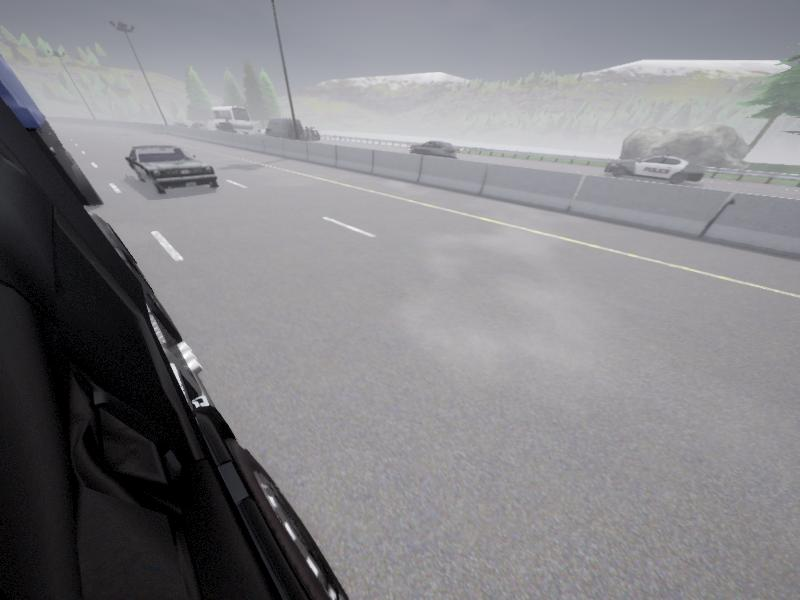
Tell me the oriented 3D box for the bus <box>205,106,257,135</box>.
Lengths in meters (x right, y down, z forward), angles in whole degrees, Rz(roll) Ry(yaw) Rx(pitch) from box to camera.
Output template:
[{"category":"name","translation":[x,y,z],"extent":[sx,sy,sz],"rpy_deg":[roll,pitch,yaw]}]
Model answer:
[{"category":"bus","translation":[-33.715,-35.795,46.087],"extent":[10.273,4.253,3.944],"rpy_deg":[27,43,29]}]

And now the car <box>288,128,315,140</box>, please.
[{"category":"car","translation":[-16.918,-28.633,39.826],"extent":[4.514,1.525,2.007],"rpy_deg":[28,43,30]}]

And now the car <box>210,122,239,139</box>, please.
[{"category":"car","translation":[-26.516,-25.719,34.977],"extent":[3.866,1.878,1.905],"rpy_deg":[28,43,30]}]

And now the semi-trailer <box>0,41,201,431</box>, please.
[{"category":"semi-trailer","translation":[-8.701,-3.593,4.238],"extent":[14.254,4.402,2.717],"rpy_deg":[28,43,30]}]

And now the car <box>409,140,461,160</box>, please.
[{"category":"car","translation":[3.352,-14.994,22.982],"extent":[4.718,1.301,1.895],"rpy_deg":[28,43,30]}]

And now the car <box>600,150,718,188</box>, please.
[{"category":"car","translation":[17.140,-8.985,15.597],"extent":[2.038,1.542,4.974],"rpy_deg":[-25,45,-32]}]

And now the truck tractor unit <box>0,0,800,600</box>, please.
[{"category":"truck tractor unit","translation":[-2.645,-0.295,0.351],"extent":[6.516,4.208,3.053],"rpy_deg":[28,44,30]}]

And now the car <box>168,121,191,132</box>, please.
[{"category":"car","translation":[-43.652,-34.326,45.731],"extent":[3.705,1.549,1.789],"rpy_deg":[25,42,27]}]

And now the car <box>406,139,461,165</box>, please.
[{"category":"car","translation":[2.729,-12.668,19.661],"extent":[4.193,1.474,1.816],"rpy_deg":[28,43,30]}]

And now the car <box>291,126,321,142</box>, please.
[{"category":"car","translation":[-13.906,-24.502,34.155],"extent":[4.605,1.855,1.932],"rpy_deg":[29,43,33]}]

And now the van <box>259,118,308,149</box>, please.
[{"category":"van","translation":[-13.179,-18.871,26.082],"extent":[5.915,2.561,1.988],"rpy_deg":[28,43,30]}]

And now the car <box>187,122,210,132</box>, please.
[{"category":"car","translation":[-42.169,-36.243,48.369],"extent":[3.988,1.617,1.851],"rpy_deg":[24,41,26]}]

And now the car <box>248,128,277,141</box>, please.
[{"category":"car","translation":[-20.957,-25.236,35.186],"extent":[4.718,1.301,1.895],"rpy_deg":[28,43,30]}]

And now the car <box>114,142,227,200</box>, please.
[{"category":"car","translation":[-9.006,-5.208,9.012],"extent":[4.718,1.301,1.895],"rpy_deg":[28,43,30]}]
